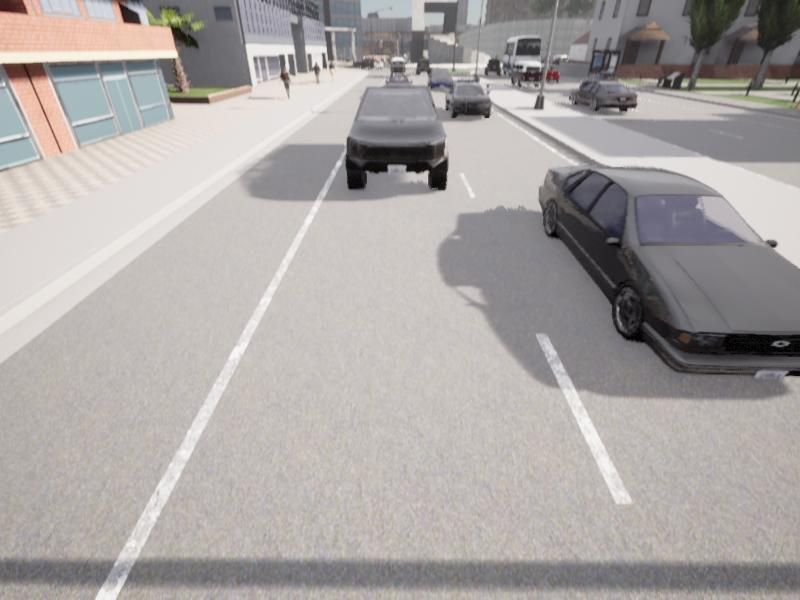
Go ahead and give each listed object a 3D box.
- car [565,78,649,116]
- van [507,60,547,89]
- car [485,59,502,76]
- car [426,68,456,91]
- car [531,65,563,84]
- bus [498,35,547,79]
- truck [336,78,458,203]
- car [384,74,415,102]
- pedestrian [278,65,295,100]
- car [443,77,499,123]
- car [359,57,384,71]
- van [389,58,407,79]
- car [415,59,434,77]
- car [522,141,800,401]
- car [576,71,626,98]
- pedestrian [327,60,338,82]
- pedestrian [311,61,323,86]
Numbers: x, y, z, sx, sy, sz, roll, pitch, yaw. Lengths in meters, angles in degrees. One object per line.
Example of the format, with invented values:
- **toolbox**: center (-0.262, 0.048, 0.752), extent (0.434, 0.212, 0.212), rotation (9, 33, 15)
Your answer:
- **car**: center (11.456, -11.615, 22.713), extent (2.033, 1.411, 5.357), rotation (0, 32, 0)
- **van**: center (11.437, -20.567, 36.411), extent (2.069, 2.038, 4.480), rotation (0, 32, 0)
- **car**: center (12.265, -30.611, 52.596), extent (1.905, 1.878, 3.866), rotation (5, 32, 8)
- **car**: center (3.450, -19.149, 34.653), extent (2.163, 1.488, 4.792), rotation (0, 32, 0)
- **car**: center (14.954, -23.044, 40.854), extent (1.845, 1.501, 3.633), rotation (0, 32, 0)
- **bus**: center (15.244, -30.857, 50.779), extent (3.944, 4.253, 10.273), rotation (3, 32, 6)
- **truck**: center (-0.067, -4.725, 11.019), extent (2.390, 2.098, 6.274), rotation (0, 32, 0)
- **car**: center (-0.060, -14.756, 27.734), extent (1.994, 1.385, 4.181), rotation (0, 32, 0)
- **pedestrian**: center (-7.215, -13.820, 25.422), extent (0.751, 1.860, 0.751), rotation (-9, 33, -15)
- **car**: center (3.443, -10.347, 20.439), extent (1.930, 1.638, 5.238), rotation (0, 32, 0)
- **car**: center (-4.700, -39.193, 66.290), extent (1.932, 1.855, 4.605), rotation (-21, 38, -30)
- **van**: center (-0.274, -27.755, 47.875), extent (2.069, 2.038, 4.480), rotation (-1, 32, -2)
- **car**: center (3.119, -30.128, 51.811), extent (1.905, 1.878, 3.866), rotation (-2, 32, -3)
- **car**: center (3.534, -1.036, 5.796), extent (2.033, 1.411, 5.357), rotation (1, 32, 1)
- **car**: center (14.800, -16.067, 29.707), extent (1.845, 1.501, 3.633), rotation (1, 32, 1)
- **pedestrian**: center (-6.524, -22.184, 38.796), extent (0.751, 1.860, 0.751), rotation (0, 32, 1)
- **pedestrian**: center (-7.324, -20.002, 35.297), extent (0.751, 1.860, 0.751), rotation (-2, 32, -3)
